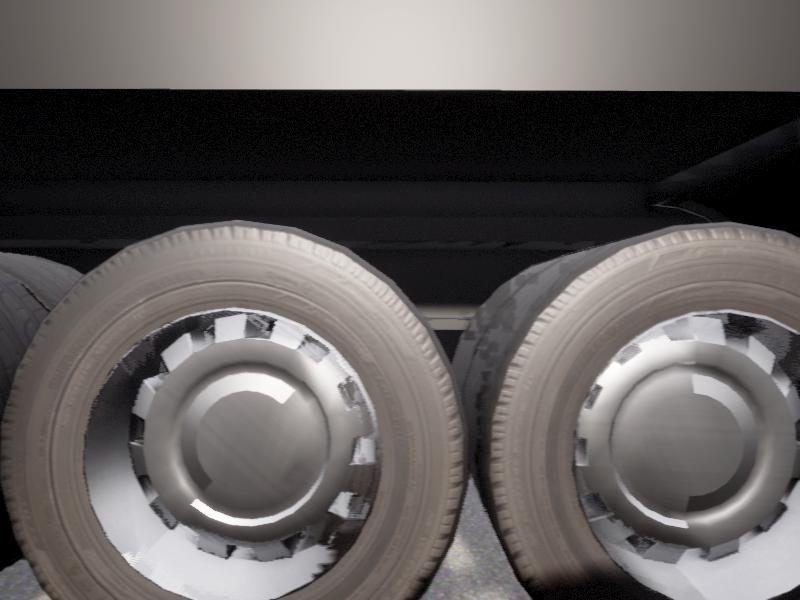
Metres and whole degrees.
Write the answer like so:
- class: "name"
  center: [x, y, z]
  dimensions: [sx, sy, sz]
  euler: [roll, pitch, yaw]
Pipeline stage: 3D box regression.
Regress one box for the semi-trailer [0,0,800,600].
- class: "semi-trailer"
  center: [-3.020, -1.213, 2.257]
  dimensions: [14.254, 4.402, 2.717]
  euler: [0, 0, 0]
